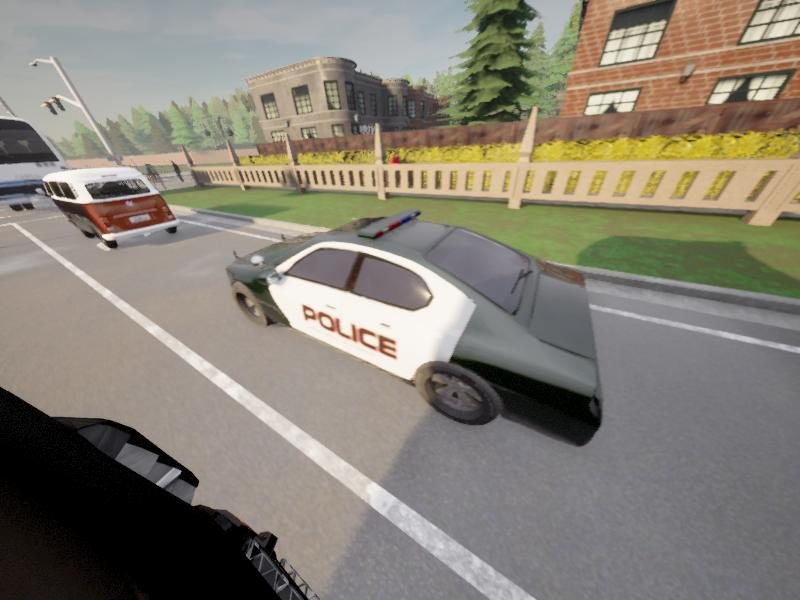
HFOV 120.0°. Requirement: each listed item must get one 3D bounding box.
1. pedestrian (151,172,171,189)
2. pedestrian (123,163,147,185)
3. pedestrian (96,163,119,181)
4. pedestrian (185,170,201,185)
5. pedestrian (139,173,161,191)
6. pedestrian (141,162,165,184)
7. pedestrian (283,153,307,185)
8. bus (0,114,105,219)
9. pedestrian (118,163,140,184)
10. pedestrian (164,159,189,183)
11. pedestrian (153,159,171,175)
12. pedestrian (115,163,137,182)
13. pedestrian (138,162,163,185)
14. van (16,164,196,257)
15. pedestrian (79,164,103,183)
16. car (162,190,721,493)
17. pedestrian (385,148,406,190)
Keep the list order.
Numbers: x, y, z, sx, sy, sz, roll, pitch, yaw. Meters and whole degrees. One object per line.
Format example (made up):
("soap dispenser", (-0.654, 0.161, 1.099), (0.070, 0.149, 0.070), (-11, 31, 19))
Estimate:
("pedestrian", (-18.419, -9.174, 17.806), (0.500, 1.100, 0.500), (8, 35, 16))
("pedestrian", (-26.728, -12.701, 23.336), (0.751, 1.860, 0.751), (21, 40, 31))
("pedestrian", (-34.736, -15.222, 27.479), (0.751, 1.860, 0.751), (14, 38, 24))
("pedestrian", (-17.378, -10.304, 19.405), (0.500, 1.100, 0.500), (26, 43, 36))
("pedestrian", (-18.891, -8.925, 17.472), (0.500, 1.100, 0.500), (5, 35, 12))
("pedestrian", (-24.919, -12.799, 23.350), (0.751, 1.860, 0.751), (16, 38, 26))
("pedestrian", (-7.253, -9.035, 16.001), (0.751, 1.860, 0.751), (17, 39, 27))
("bus", (-23.290, -8.183, 14.210), (10.273, 4.253, 3.944), (21, 41, 31))
("pedestrian", (-29.629, -13.845, 25.280), (0.751, 1.860, 0.751), (20, 40, 30))
("pedestrian", (-21.010, -12.140, 21.758), (0.751, 1.860, 0.751), (0, 34, 4))
("pedestrian", (-33.014, -18.386, 32.057), (0.751, 1.860, 0.751), (7, 35, 14))
("pedestrian", (-31.736, -14.720, 26.766), (0.751, 1.860, 0.751), (19, 39, 29))
("pedestrian", (-24.621, -12.481, 22.836), (0.751, 1.860, 0.751), (10, 36, 19))
("van", (-9.371, -3.090, 7.463), (4.480, 2.038, 2.069), (16, 38, 26))
("pedestrian", (-35.622, -14.628, 26.665), (0.751, 1.860, 0.751), (14, 38, 24))
("car", (-0.413, -0.337, 3.092), (4.974, 1.542, 2.038), (16, 38, 26))
("pedestrian", (-0.193, -6.903, 12.243), (0.751, 1.860, 0.751), (16, 38, 26))
